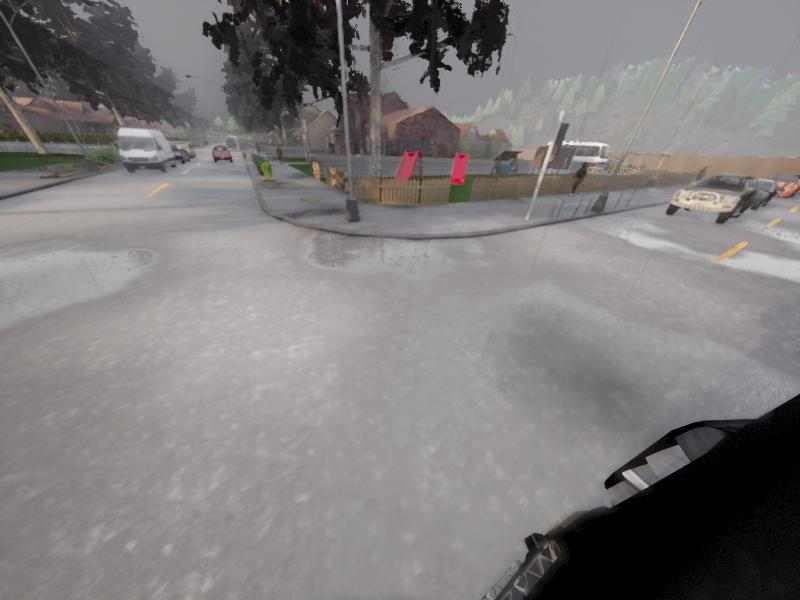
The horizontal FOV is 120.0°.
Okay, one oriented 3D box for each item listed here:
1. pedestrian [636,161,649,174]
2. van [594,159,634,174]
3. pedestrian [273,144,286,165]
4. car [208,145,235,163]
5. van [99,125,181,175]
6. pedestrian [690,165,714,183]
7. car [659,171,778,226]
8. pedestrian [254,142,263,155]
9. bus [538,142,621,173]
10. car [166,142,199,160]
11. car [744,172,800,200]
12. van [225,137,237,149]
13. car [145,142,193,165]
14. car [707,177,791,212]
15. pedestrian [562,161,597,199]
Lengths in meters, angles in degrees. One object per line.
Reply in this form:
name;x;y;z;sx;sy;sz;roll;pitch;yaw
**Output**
pedestrian;42.438;-23.251;40.456;0.751;1.860;0.751;-20;40;-31
van;37.288;-23.363;40.357;1.775;1.987;4.442;-16;38;-26
pedestrian;-12.554;-15.185;24.100;0.751;1.860;0.751;-16;38;-26
car;-19.739;-16.233;25.682;1.845;1.501;3.633;-16;38;-26
van;-18.327;-10.874;16.767;1.988;2.561;5.915;-16;38;-26
pedestrian;35.614;-14.863;27.243;0.751;1.860;0.751;-11;36;-20
car;14.787;-4.862;10.748;4.605;1.855;1.932;-16;38;-26
pedestrian;-23.466;-25.052;38.219;0.751;1.860;0.751;-15;38;-25
bus;31.547;-25.758;41.495;3.944;4.253;10.273;-16;38;-26
car;-25.774;-17.815;27.575;1.801;1.575;5.366;-16;38;-26
car;31.558;-9.572;19.219;4.553;1.767;2.097;-15;38;-25
van;-48.674;-45.261;66.495;1.988;2.561;5.915;-16;38;-26
car;-22.175;-14.285;22.463;2.152;1.651;5.027;-16;38;-26
car;21.599;-6.641;14.303;4.892;1.490;1.837;-16;38;-26
pedestrian;10.377;-6.971;13.394;0.751;1.860;0.751;-16;38;-27
